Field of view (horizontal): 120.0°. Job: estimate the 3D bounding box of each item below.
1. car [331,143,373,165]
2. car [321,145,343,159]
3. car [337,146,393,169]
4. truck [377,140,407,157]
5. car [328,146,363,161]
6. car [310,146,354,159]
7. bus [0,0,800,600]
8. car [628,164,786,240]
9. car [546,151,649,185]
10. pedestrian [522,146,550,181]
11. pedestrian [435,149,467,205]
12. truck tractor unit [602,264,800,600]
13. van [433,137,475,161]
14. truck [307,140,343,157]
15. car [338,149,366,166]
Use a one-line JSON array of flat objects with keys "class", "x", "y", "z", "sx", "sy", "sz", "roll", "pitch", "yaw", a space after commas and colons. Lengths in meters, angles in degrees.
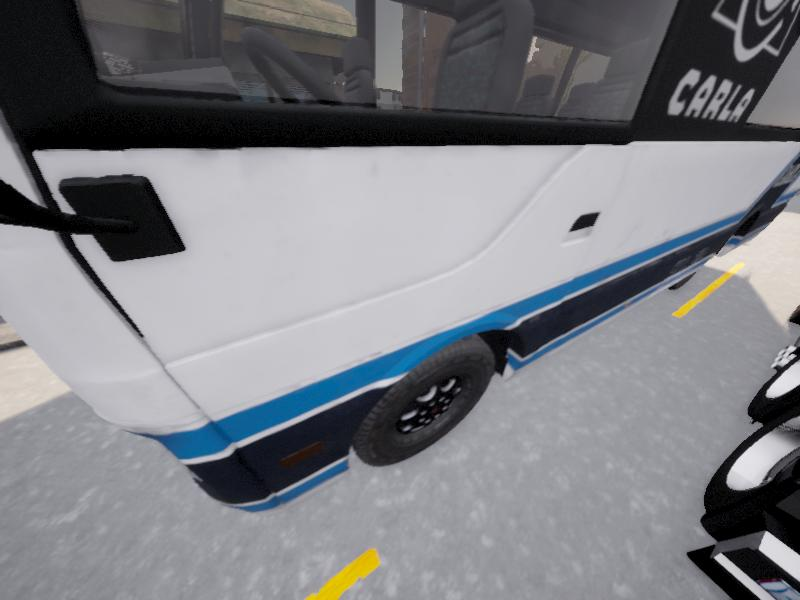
[{"class": "car", "x": -5.090, "y": -15.795, "z": 24.890, "sx": 3.866, "sy": 1.878, "sz": 1.905, "roll": -18, "pitch": 39, "yaw": -24}, {"class": "car", "x": -9.484, "y": -20.540, "z": 31.954, "sx": 1.789, "sy": 1.547, "sz": 3.705, "roll": -18, "pitch": 39, "yaw": -24}, {"class": "car", "x": -3.202, "y": -13.495, "z": 21.785, "sx": 4.611, "sy": 1.667, "sz": 2.242, "roll": -18, "pitch": 39, "yaw": -24}, {"class": "truck", "x": -1.424, "y": -25.180, "z": 38.324, "sx": 2.390, "sy": 2.098, "sz": 6.274, "roll": -16, "pitch": 38, "yaw": -22}, {"class": "car", "x": -6.798, "y": -18.468, "z": 29.015, "sx": 3.633, "sy": 1.501, "sz": 1.845, "roll": -18, "pitch": 39, "yaw": -24}, {"class": "car", "x": -9.456, "y": -20.639, "z": 32.222, "sx": 5.357, "sy": 1.415, "sz": 2.033, "roll": -18, "pitch": 39, "yaw": -24}, {"class": "bus", "x": 2.655, "y": -2.034, "z": 3.221, "sx": 10.273, "sy": 4.253, "sz": 3.944, "roll": -17, "pitch": 38, "yaw": -23}, {"class": "car", "x": 10.474, "y": -3.583, "z": 7.901, "sx": 4.902, "sy": 1.511, "sz": 2.128, "roll": -21, "pitch": 40, "yaw": -27}, {"class": "car", "x": 13.525, "y": -9.417, "z": 16.283, "sx": 2.038, "sy": 1.542, "sz": 4.974, "roll": -18, "pitch": 39, "yaw": -24}, {"class": "pedestrian", "x": 8.527, "y": -8.595, "z": 14.560, "sx": 0.751, "sy": 1.860, "sz": 0.751, "roll": -17, "pitch": 39, "yaw": -24}, {"class": "pedestrian", "x": 1.963, "y": -4.852, "z": 9.134, "sx": 0.751, "sy": 1.860, "sz": 0.751, "roll": -11, "pitch": 36, "yaw": -15}, {"class": "truck tractor unit", "x": 5.111, "y": -0.299, "z": 0.792, "sx": 6.516, "sy": 4.208, "sz": 3.053, "roll": -18, "pitch": 39, "yaw": -24}, {"class": "van", "x": 7.247, "y": -20.928, "z": 31.895, "sx": 1.988, "sy": 2.561, "sz": 5.915, "roll": -18, "pitch": 39, "yaw": -24}, {"class": "truck", "x": -11.258, "y": -22.918, "z": 34.936, "sx": 4.478, "sy": 2.038, "sz": 2.069, "roll": -18, "pitch": 39, "yaw": -24}, {"class": "car", "x": -4.782, "y": -14.304, "z": 23.117, "sx": 2.207, "sy": 1.379, "sz": 1.481, "roll": -18, "pitch": 39, "yaw": -24}]
